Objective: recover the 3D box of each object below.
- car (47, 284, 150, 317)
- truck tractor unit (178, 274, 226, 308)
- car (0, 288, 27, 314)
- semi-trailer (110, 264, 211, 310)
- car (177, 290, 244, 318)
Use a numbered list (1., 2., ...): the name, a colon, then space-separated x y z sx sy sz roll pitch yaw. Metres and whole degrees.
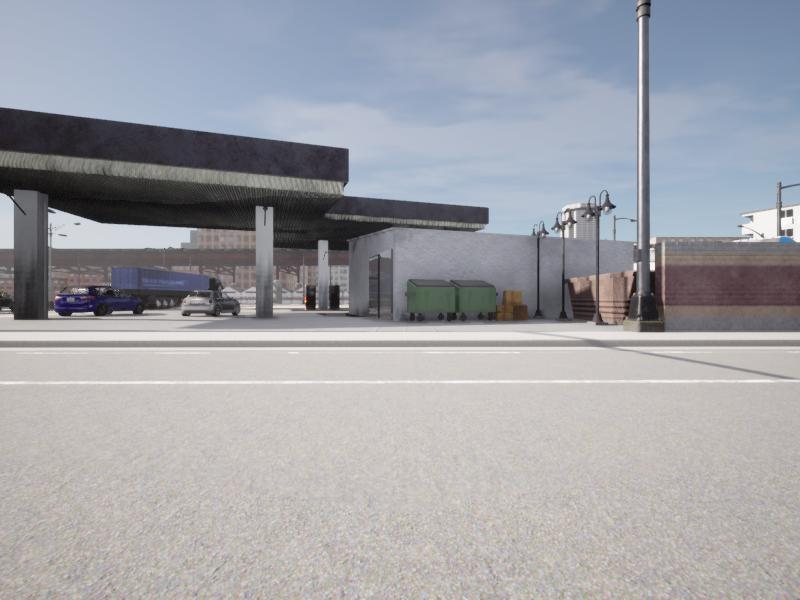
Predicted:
1. car: -16.492 0.038 22.265 2.242 1.667 4.611 0 0 1
2. truck tractor unit: -26.037 -1.120 52.941 3.053 4.208 6.516 0 0 1
3. car: -29.673 0.046 28.868 1.905 1.878 3.866 0 0 0
4. semi-trailer: -26.103 -1.218 45.030 2.717 4.402 14.254 0 0 0
5. car: -10.744 0.199 23.004 1.970 1.475 3.806 0 0 1
